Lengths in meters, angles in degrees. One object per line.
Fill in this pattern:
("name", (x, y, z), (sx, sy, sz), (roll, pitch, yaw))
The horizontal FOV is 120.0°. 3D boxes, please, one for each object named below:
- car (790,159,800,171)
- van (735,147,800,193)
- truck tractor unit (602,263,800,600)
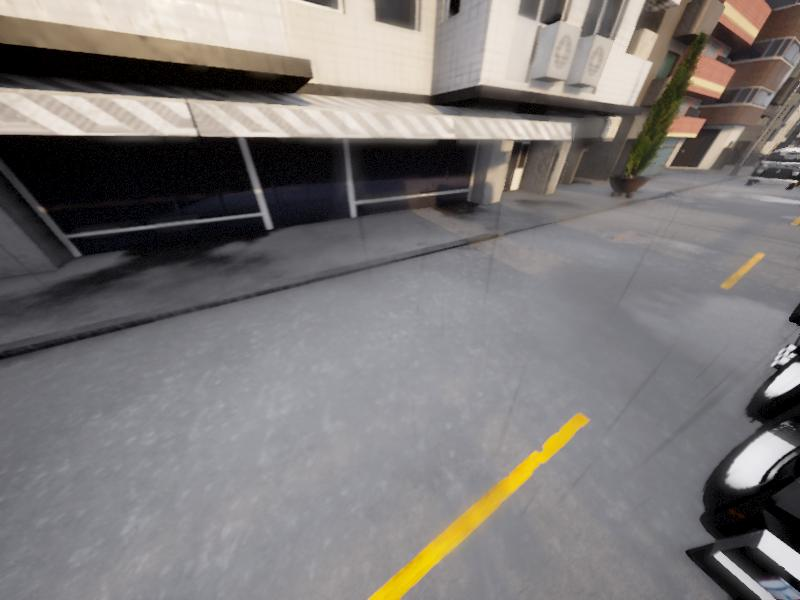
("car", (40.635, -13.367, 22.325), (4.792, 1.488, 2.163), (-18, 39, -24))
("van", (22.979, -7.853, 13.738), (4.480, 2.038, 2.069), (-18, 39, -25))
("truck tractor unit", (5.111, -0.300, 0.784), (6.516, 4.208, 3.053), (-18, 39, -24))
